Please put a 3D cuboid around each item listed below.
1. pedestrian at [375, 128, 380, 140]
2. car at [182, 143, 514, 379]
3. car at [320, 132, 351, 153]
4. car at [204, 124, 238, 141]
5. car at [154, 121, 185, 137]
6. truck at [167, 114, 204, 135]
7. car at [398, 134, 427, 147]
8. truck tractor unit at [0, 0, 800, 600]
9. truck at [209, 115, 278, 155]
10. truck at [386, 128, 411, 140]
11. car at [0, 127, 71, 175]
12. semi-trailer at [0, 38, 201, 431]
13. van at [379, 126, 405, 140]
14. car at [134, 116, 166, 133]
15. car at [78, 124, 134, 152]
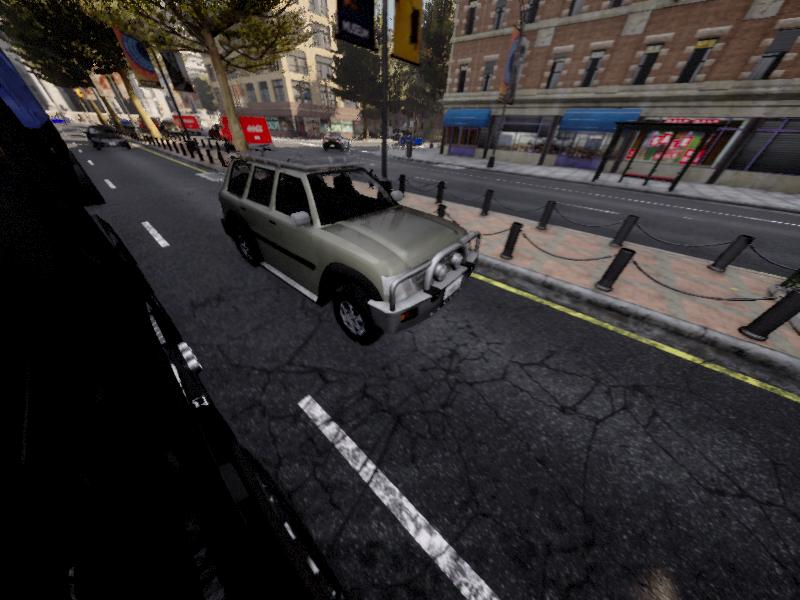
[{"bbox_3d":[-4.260,-31.543,43.981,0.751,1.860,0.751,-22,43,-30],"label":"pedestrian"},{"bbox_3d":[-1.125,-1.240,3.700,4.605,1.855,1.932,28,43,30],"label":"car"},{"bbox_3d":[-6.808,-17.224,25.128,2.038,1.542,4.974,2,37,-1],"label":"car"},{"bbox_3d":[-23.728,-22.181,30.579,3.988,1.617,1.851,25,42,27],"label":"car"},{"bbox_3d":[-32.318,-23.955,32.387,3.988,1.617,1.851,28,43,30],"label":"car"},{"bbox_3d":[-34.483,-28.191,37.195,5.204,2.467,2.627,27,43,31],"label":"truck"},{"bbox_3d":[1.975,-25.350,36.634,1.882,1.535,5.008,27,43,29],"label":"car"},{"bbox_3d":[-2.645,-0.295,0.351,6.516,4.208,3.053,28,44,30],"label":"truck tractor unit"},{"bbox_3d":[-13.495,-14.293,19.931,5.204,2.467,2.627,28,43,30],"label":"truck"},{"bbox_3d":[-0.374,-42.167,58.629,6.274,2.098,2.390,28,43,30],"label":"truck"},{"bbox_3d":[-17.506,-7.076,10.770,4.892,1.490,1.837,28,43,30],"label":"car"},{"bbox_3d":[-8.674,-3.618,4.256,14.254,4.402,2.717,28,44,30],"label":"semi-trailer"},{"bbox_3d":[-2.016,-40.433,55.914,6.366,2.431,2.351,28,43,30],"label":"van"},{"bbox_3d":[-40.982,-28.727,37.856,5.566,2.045,2.150,29,44,31],"label":"car"},{"bbox_3d":[-22.404,-12.363,17.594,4.674,1.442,1.812,28,43,30],"label":"car"}]
